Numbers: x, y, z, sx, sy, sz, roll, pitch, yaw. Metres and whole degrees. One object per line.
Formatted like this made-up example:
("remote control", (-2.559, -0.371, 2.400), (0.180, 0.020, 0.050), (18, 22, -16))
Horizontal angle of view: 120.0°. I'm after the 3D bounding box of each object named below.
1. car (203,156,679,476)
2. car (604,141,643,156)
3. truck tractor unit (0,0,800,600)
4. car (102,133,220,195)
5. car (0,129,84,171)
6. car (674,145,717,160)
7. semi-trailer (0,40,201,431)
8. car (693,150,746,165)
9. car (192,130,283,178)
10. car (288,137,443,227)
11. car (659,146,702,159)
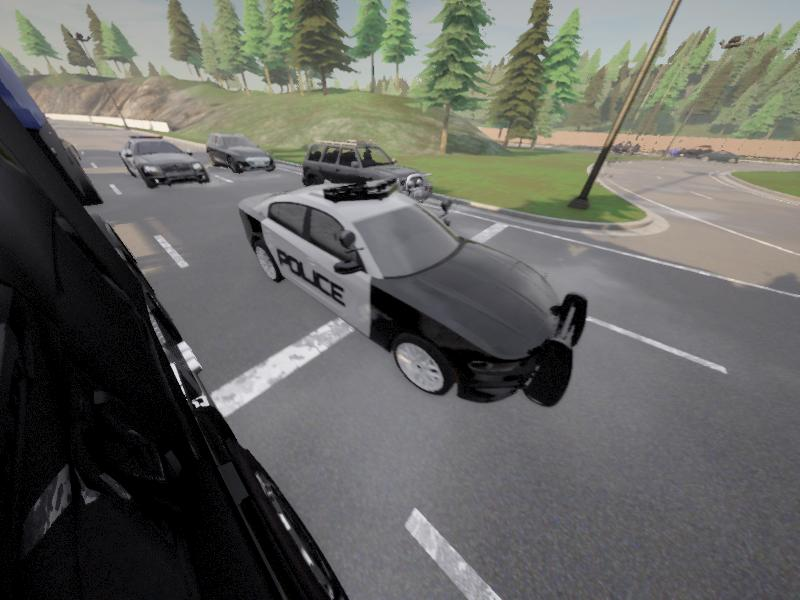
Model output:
("car", (-0.357, -0.741, 3.268), (5.238, 1.638, 1.930), (29, 44, 29))
("car", (39.555, -26.968, 40.956), (4.605, 1.855, 1.932), (28, 43, 30))
("truck tractor unit", (-2.645, -0.295, 0.352), (6.516, 4.208, 3.053), (28, 44, 30))
("car", (-9.786, -5.724, 9.424), (4.974, 1.542, 2.038), (28, 43, 30))
("car", (-17.822, -7.528, 11.449), (1.994, 1.385, 4.181), (-29, 47, -36))
("car", (49.047, -24.670, 38.481), (3.866, 1.878, 1.905), (27, 43, 31))
("semi-trailer", (-8.695, -3.607, 4.231), (14.254, 4.402, 2.717), (28, 43, 30))
("car", (45.910, -20.669, 33.348), (4.181, 1.385, 1.994), (28, 43, 30))
("car", (-8.737, -7.933, 12.378), (4.856, 1.649, 2.033), (28, 44, 30))
("car", (-1.242, -4.036, 7.443), (4.605, 1.855, 1.932), (27, 43, 30))
("car", (50.203, -26.591, 41.516), (4.514, 1.525, 2.007), (28, 43, 30))
